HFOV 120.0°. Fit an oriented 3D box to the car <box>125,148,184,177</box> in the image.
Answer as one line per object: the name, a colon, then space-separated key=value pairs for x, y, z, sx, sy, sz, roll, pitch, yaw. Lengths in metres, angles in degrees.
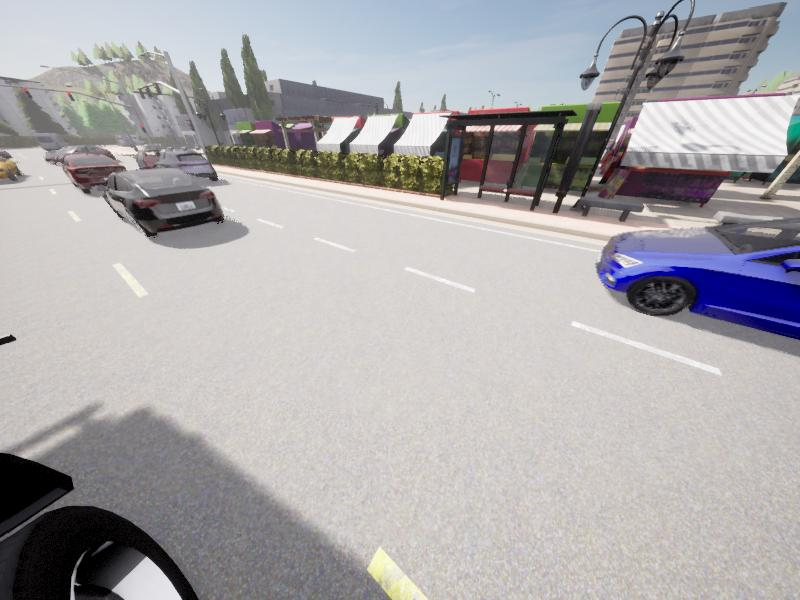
car: x=-17.700 y=-10.006 z=16.664 sx=3.633 sy=1.501 sz=1.845 roll=25 pitch=42 yaw=31

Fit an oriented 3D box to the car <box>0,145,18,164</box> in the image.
car: x=-39.893 y=-13.352 z=21.338 sx=1.812 sy=1.442 sz=4.674 roll=23 pitch=41 yaw=29

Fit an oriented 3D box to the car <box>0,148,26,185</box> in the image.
car: x=-24.348 y=-7.841 z=13.502 sx=5.366 sy=1.575 sz=1.801 roll=27 pitch=43 yaw=32

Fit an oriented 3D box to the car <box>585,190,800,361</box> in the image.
car: x=5.394 y=-0.319 z=3.122 sx=4.193 sy=1.474 sz=1.816 roll=23 pitch=41 yaw=28

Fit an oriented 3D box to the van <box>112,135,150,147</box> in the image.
van: x=-68.055 y=-40.383 z=58.640 sx=2.351 sy=2.431 sz=6.366 roll=-2 pitch=35 yaw=-3

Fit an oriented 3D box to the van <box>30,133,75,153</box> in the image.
van: x=-58.460 y=-26.634 z=39.071 sx=1.988 sy=2.561 sz=5.915 roll=-23 pitch=41 yaw=-29

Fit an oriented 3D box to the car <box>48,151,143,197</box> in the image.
car: x=-15.544 y=-6.563 z=11.787 sx=5.008 sy=1.535 sz=1.882 roll=23 pitch=41 yaw=28

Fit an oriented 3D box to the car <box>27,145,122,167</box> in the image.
car: x=-30.310 y=-13.697 z=21.860 sx=2.163 sy=1.488 sz=4.792 roll=1 pitch=35 yaw=1

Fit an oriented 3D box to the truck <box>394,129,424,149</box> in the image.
truck: x=2.296 y=-39.688 z=56.919 sx=2.891 sy=3.827 sz=8.468 roll=23 pitch=41 yaw=29

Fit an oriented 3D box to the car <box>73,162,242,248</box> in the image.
car: x=-7.440 y=-3.187 z=7.101 sx=4.792 sy=1.488 sz=2.163 roll=22 pitch=41 yaw=28

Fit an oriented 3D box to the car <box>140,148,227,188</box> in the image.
car: x=-12.862 y=-7.965 z=13.716 sx=4.856 sy=1.649 sz=2.033 roll=23 pitch=41 yaw=28

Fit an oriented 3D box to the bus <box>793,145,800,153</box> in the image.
bus: x=76.378 y=-27.743 z=39.991 sx=3.944 sy=4.253 sz=10.273 roll=22 pitch=41 yaw=28
